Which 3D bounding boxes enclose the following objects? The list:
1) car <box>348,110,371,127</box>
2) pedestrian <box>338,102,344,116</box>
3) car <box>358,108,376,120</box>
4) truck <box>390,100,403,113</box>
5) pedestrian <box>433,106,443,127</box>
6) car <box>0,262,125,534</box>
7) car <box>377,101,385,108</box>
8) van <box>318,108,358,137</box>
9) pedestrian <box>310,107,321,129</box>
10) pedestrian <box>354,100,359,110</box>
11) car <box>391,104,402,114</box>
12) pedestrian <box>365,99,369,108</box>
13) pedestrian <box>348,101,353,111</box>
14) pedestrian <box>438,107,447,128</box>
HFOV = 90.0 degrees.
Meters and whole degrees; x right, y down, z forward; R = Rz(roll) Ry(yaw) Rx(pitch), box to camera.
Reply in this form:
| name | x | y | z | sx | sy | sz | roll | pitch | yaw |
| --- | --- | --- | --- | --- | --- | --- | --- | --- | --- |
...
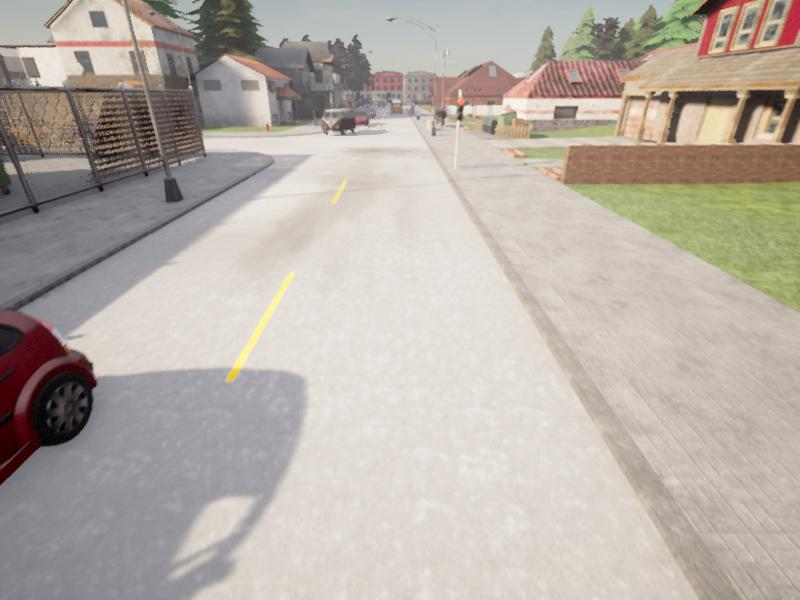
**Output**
| name | x | y | z | sx | sy | sz | roll | pitch | yaw |
| --- | --- | --- | --- | --- | --- | --- | --- | --- | --- |
| car | -4.347 | -19.761 | 43.429 | 2.007 | 1.525 | 4.514 | 0 | 27 | 0 |
| pedestrian | -9.126 | -29.711 | 62.159 | 0.751 | 1.860 | 0.751 | 0 | 27 | 0 |
| car | -4.434 | -25.244 | 54.272 | 1.994 | 1.385 | 4.181 | 0 | 27 | 0 |
| truck | -0.626 | -37.123 | 76.582 | 2.390 | 2.098 | 6.274 | 0 | 27 | 0 |
| pedestrian | 3.861 | -18.488 | 40.282 | 0.751 | 1.860 | 0.751 | -4 | 27 | -8 |
| car | -4.028 | 1.276 | 2.396 | 1.851 | 1.617 | 3.988 | 0 | 27 | -1 |
| car | -4.853 | -50.833 | 103.814 | 1.851 | 1.617 | 3.988 | 0 | 27 | 0 |
| van | -5.079 | -14.872 | 33.413 | 1.775 | 1.987 | 4.442 | 5 | 28 | 10 |
| pedestrian | -8.066 | -17.455 | 38.305 | 0.751 | 1.860 | 0.751 | -3 | 27 | -5 |
| pedestrian | -9.224 | -41.328 | 84.769 | 0.751 | 1.860 | 0.751 | 4 | 27 | 7 |
| car | -0.567 | -33.462 | 70.071 | 1.882 | 1.535 | 5.008 | 0 | 27 | 0 |
| pedestrian | -7.922 | -47.085 | 95.951 | 0.751 | 1.860 | 0.751 | 0 | 27 | 1 |
| pedestrian | -9.652 | -37.831 | 77.965 | 0.751 | 1.860 | 0.751 | 0 | 27 | 1 |
| pedestrian | 4.058 | -17.477 | 38.313 | 0.751 | 1.860 | 0.751 | -2 | 27 | -3 |
